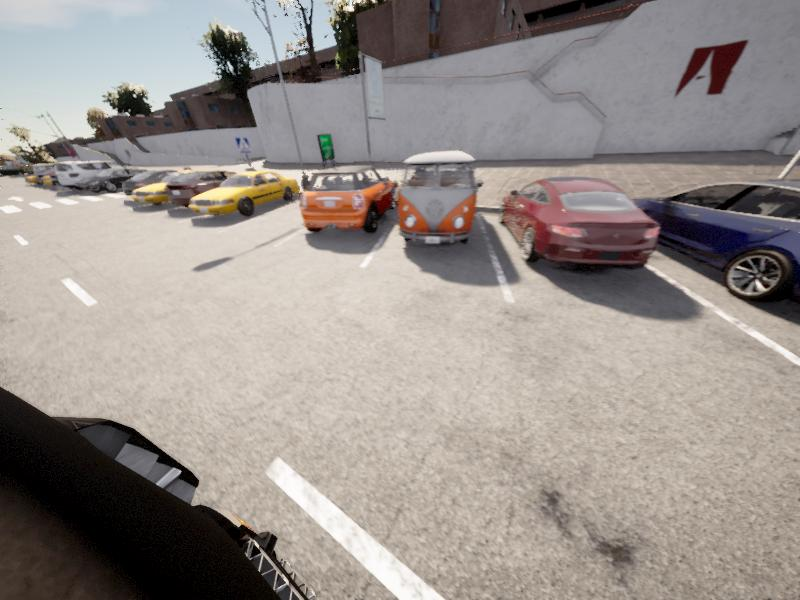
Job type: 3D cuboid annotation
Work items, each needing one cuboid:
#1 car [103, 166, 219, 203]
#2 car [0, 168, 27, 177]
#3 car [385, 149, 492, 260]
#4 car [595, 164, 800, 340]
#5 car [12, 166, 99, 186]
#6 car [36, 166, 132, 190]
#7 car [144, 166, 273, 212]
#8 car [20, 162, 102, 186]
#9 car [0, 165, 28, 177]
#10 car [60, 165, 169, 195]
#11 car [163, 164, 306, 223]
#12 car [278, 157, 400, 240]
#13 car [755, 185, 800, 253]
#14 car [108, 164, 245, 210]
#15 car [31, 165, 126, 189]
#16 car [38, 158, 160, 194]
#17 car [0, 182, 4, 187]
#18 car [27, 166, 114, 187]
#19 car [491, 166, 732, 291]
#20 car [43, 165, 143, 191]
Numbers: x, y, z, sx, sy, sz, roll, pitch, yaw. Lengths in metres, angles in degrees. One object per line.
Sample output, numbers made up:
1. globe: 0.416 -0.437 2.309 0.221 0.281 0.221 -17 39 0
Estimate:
1. car: -14.410 -7.340 14.459 2.002 1.452 4.674 4 34 10
2. car: -88.035 -28.387 51.545 2.002 1.452 4.674 2 33 10
3. car: 1.067 -2.989 6.468 1.878 1.987 4.442 4 34 9
4. car: 6.253 -1.374 4.136 2.163 1.488 4.792 4 34 10
5. car: -40.246 -14.687 27.263 1.946 1.575 5.366 4 34 9
6. car: -29.898 -11.834 22.210 2.231 1.521 4.892 4 34 10
7. car: -9.243 -5.863 11.899 2.163 1.488 4.792 4 34 9
8. car: -37.662 -14.173 25.895 1.878 1.987 4.442 4 34 9
9. car: -85.489 -27.871 49.969 1.878 1.987 4.442 3 33 10
10. car: -22.143 -9.618 18.326 2.231 1.521 4.892 4 34 9
11. car: -6.694 -5.018 10.415 1.946 1.575 5.366 4 34 9
12. car: -1.510 -3.703 7.892 2.185 1.767 4.553 4 34 9
13. car: 8.808 -0.549 2.635 1.946 1.575 5.366 4 34 9
14. car: -11.858 -6.526 12.994 1.946 1.575 5.366 4 34 9
15. car: -32.445 -12.680 23.664 1.946 1.575 5.366 3 34 10
16. car: -24.742 -10.585 19.504 2.435 2.045 5.566 4 34 10
17. car: -47.544 -13.615 26.251 3.633 1.501 1.845 16 38 26
18. car: -35.053 -13.304 24.855 2.163 1.488 4.792 4 34 10
19. car: 3.666 -2.089 5.412 2.002 1.452 4.674 4 34 10
20. car: -27.308 -11.101 20.918 2.097 1.535 5.008 4 34 9
